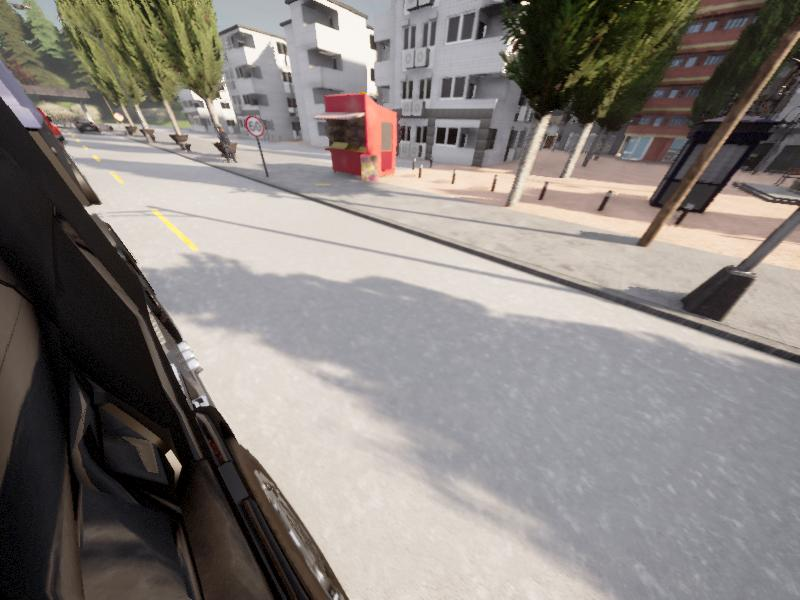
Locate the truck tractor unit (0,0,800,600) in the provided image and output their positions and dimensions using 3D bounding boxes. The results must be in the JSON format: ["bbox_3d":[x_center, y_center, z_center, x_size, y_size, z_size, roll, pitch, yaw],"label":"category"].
[{"bbox_3d":[-2.645,-0.295,0.352,6.516,4.208,3.053,28,44,30],"label":"truck tractor unit"}]

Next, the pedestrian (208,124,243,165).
[{"bbox_3d":[-9.820,-8.780,13.068,0.751,1.860,0.751,23,41,25],"label":"pedestrian"}]

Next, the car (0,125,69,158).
[{"bbox_3d":[-22.939,-9.983,14.474,4.181,1.385,1.994,28,44,30],"label":"car"}]

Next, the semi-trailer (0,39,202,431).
[{"bbox_3d":[-8.722,-3.581,4.217,14.254,4.402,2.717,28,43,30],"label":"semi-trailer"}]

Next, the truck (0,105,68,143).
[{"bbox_3d":[-32.518,-15.564,20.444,5.204,2.467,2.627,28,44,30],"label":"truck"}]

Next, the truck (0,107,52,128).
[{"bbox_3d":[-59.170,-28.048,35.521,5.204,2.467,2.627,-9,37,-15],"label":"truck"}]

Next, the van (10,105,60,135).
[{"bbox_3d":[-42.708,-21.107,27.183,5.915,2.561,1.988,29,44,30],"label":"van"}]
